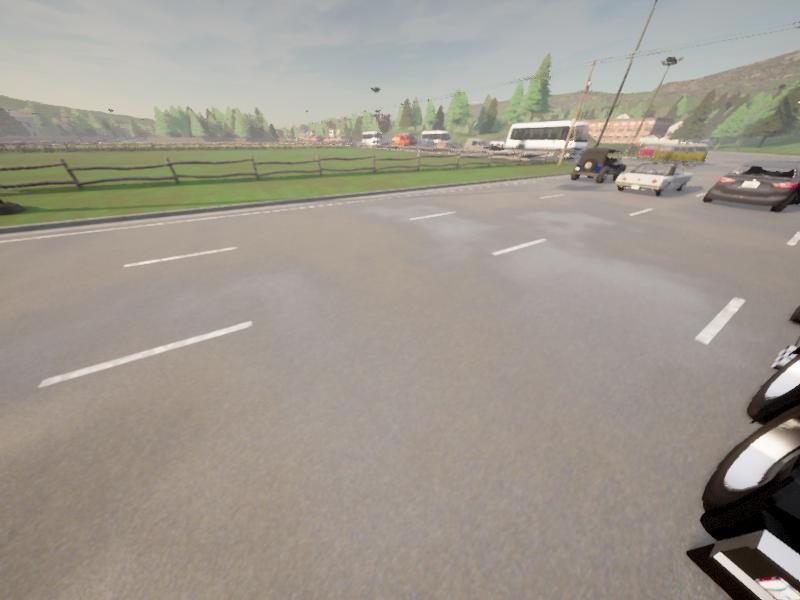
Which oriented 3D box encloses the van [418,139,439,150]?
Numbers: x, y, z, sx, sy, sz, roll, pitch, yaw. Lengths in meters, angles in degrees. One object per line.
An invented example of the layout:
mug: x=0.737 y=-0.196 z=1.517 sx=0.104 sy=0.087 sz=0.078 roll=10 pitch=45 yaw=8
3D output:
van: x=7.961 y=-43.932 z=65.070 sx=2.351 sy=2.431 sz=6.366 roll=-18 pitch=39 yaw=-25

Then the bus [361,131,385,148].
bus: x=-9.081 y=-53.487 z=77.062 sx=3.944 sy=4.253 sz=10.273 roll=-18 pitch=39 yaw=-25

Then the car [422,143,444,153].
car: x=7.023 y=-32.751 z=49.668 sx=2.242 sy=1.667 sz=4.611 roll=-18 pitch=39 yaw=-25

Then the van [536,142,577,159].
van: x=24.631 y=-23.712 z=36.497 sx=2.069 sy=2.038 sz=4.480 roll=-19 pitch=39 yaw=-25

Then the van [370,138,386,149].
van: x=-6.557 y=-46.284 z=68.201 sx=1.988 sy=2.561 sz=5.915 roll=-18 pitch=39 yaw=-25

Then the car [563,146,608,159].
car: x=29.024 y=-23.222 z=36.322 sx=2.163 sy=1.488 sz=4.792 roll=-19 pitch=39 yaw=-26

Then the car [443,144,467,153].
car: x=11.598 y=-32.169 z=49.022 sx=1.837 sy=1.490 sz=4.892 roll=-18 pitch=39 yaw=-25

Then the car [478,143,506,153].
car: x=19.551 y=-32.371 z=49.266 sx=2.152 sy=1.651 sz=5.027 roll=-18 pitch=39 yaw=-25

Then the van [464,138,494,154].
van: x=16.248 y=-32.015 z=47.926 sx=1.988 sy=2.561 sz=5.915 roll=-18 pitch=39 yaw=-25

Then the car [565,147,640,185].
car: x=13.394 y=-8.990 z=15.380 sx=3.866 sy=1.878 sz=1.905 roll=-18 pitch=39 yaw=-25

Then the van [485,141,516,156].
van: x=17.554 y=-26.624 z=40.624 sx=2.069 sy=2.038 sz=4.480 roll=-19 pitch=39 yaw=-25

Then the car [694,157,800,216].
car: x=15.673 y=-5.021 z=9.889 sx=4.611 sy=1.667 sz=2.242 roll=-16 pitch=38 yaw=-22

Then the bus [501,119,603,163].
bus: x=19.813 y=-21.579 z=31.462 sx=3.944 sy=4.253 sz=10.273 roll=-19 pitch=39 yaw=-25

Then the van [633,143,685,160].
van: x=38.101 y=-21.949 z=34.127 sx=4.442 sy=1.987 sz=1.775 roll=10 pitch=37 yaw=13

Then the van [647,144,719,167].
van: x=31.705 y=-16.442 z=26.162 sx=4.442 sy=1.987 sz=1.775 roll=17 pitch=39 yaw=23

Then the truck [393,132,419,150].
truck: x=1.405 y=-43.007 z=62.465 sx=2.891 sy=3.827 sz=8.468 roll=-18 pitch=39 yaw=-25

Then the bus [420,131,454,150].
bus: x=10.397 y=-46.387 z=67.022 sx=3.944 sy=4.253 sz=10.273 roll=-18 pitch=39 yaw=-25

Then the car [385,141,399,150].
car: x=-2.227 y=-41.800 z=62.412 sx=1.932 sy=1.855 sz=4.605 roll=-18 pitch=39 yaw=-25

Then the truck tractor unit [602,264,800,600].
truck tractor unit: x=5.112 y=-0.299 z=0.789 sx=6.516 sy=4.208 sz=3.053 roll=-18 pitch=39 yaw=-24

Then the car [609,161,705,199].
car: x=13.793 y=-6.552 z=12.401 sx=4.718 sy=1.301 sz=1.895 roll=-18 pitch=39 yaw=-25
